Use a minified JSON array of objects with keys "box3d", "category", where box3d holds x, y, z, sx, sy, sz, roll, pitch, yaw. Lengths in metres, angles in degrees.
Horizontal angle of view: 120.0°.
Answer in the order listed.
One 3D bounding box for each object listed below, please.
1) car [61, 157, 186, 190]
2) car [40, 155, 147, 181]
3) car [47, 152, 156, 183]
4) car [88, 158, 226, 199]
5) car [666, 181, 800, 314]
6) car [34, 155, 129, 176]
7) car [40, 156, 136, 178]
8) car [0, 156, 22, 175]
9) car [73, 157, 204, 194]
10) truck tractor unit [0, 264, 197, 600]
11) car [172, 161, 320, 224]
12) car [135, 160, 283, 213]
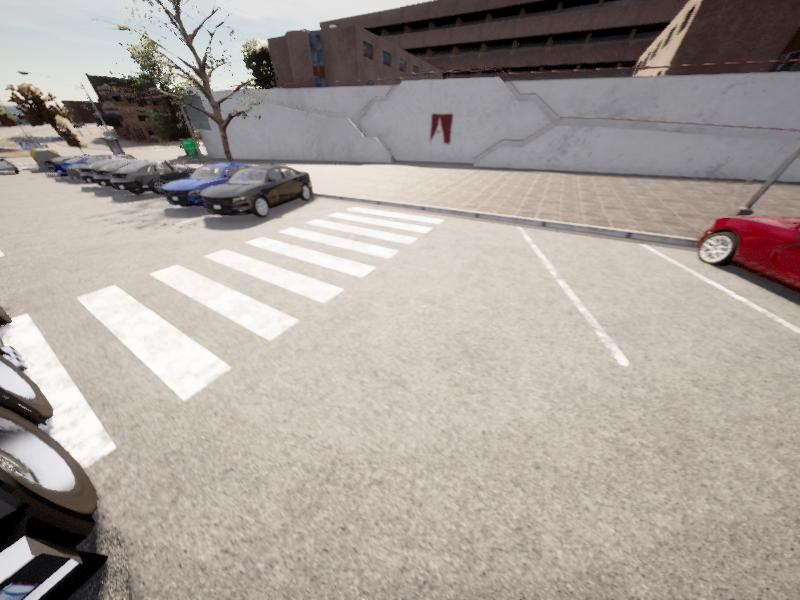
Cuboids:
[{"box3d":[-18.244,-8.767,15.735,2.231,1.521,4.892,6,34,11],"category":"car"},{"box3d":[-25.698,-11.379,19.743,2.097,1.535,5.008,7,34,12],"category":"car"},{"box3d":[-23.216,-10.620,18.347,2.185,1.767,4.553,7,34,11],"category":"car"},{"box3d":[-13.193,-7.083,13.158,2.231,1.521,4.892,6,34,10],"category":"car"},{"box3d":[7.347,-0.456,3.252,2.097,1.535,5.008,6,35,8],"category":"car"},{"box3d":[-30.596,-13.180,22.514,2.231,1.521,4.892,8,34,13],"category":"car"},{"box3d":[-28.146,-12.243,21.146,2.002,1.452,4.674,8,35,12],"category":"car"},{"box3d":[-42.030,-14.198,24.310,3.633,1.501,1.845,22,40,30],"category":"car"},{"box3d":[-15.727,-7.920,14.438,2.231,1.521,4.892,6,34,10],"category":"car"},{"box3d":[-5.122,-0.288,0.790,6.516,4.208,3.053,18,39,24],"category":"truck tractor unit"},{"box3d":[-5.524,-4.631,9.423,2.097,1.535,5.008,6,34,9],"category":"car"},{"box3d":[-8.087,-5.449,10.663,2.097,1.535,5.008,6,34,9],"category":"car"}]
